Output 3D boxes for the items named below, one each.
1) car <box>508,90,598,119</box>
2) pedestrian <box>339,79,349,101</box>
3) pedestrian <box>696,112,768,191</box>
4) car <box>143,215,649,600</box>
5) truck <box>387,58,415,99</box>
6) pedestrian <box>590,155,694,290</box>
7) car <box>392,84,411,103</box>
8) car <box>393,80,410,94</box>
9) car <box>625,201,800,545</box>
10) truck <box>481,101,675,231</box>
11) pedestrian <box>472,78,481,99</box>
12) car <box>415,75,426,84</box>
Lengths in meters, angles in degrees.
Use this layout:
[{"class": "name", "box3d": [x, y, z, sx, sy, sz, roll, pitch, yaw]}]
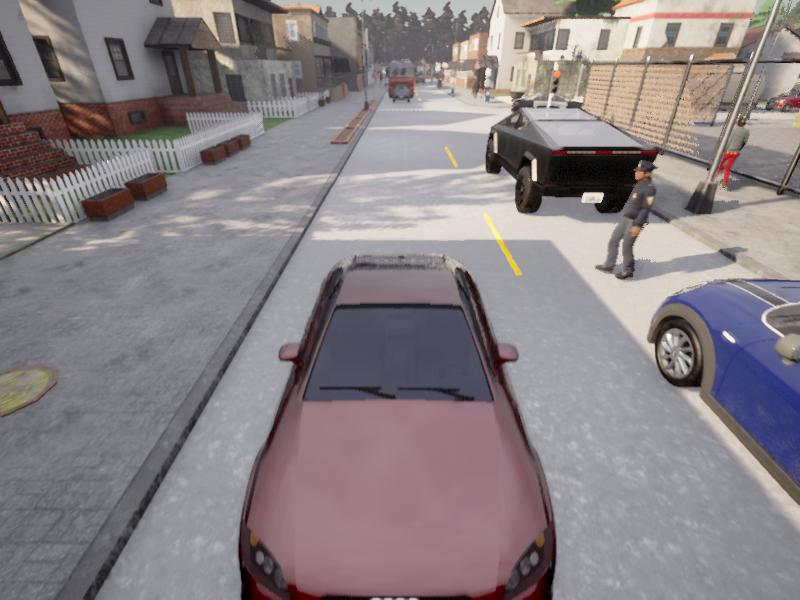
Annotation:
[{"class": "car", "box3d": [10.346, -13.407, 27.421, 5.238, 1.638, 1.930, 2, 30, 4]}, {"class": "pedestrian", "box3d": [-5.576, -20.863, 39.733, 0.751, 1.860, 0.751, 0, 30, 0]}, {"class": "pedestrian", "box3d": [8.900, -4.001, 10.809, 0.751, 1.860, 0.751, 9, 31, 15]}, {"class": "car", "box3d": [-0.011, 0.553, 3.733, 1.994, 1.385, 4.181, 0, 30, 0]}, {"class": "truck", "box3d": [0.153, -25.711, 46.362, 2.891, 3.827, 8.468, 0, 30, 0]}, {"class": "pedestrian", "box3d": [3.640, -1.190, 6.191, 0.751, 1.860, 0.751, 6, 31, 11]}, {"class": "car", "box3d": [0.140, -20.564, 39.783, 1.789, 1.549, 3.705, 0, 30, 0]}, {"class": "car", "box3d": [0.186, -28.984, 54.302, 2.163, 1.488, 4.792, 0, 30, 0]}, {"class": "car", "box3d": [3.986, 0.835, 2.829, 2.097, 1.767, 4.553, 0, 30, 0]}, {"class": "truck", "box3d": [4.009, -3.975, 10.781, 2.390, 2.098, 6.274, 0, 30, 0]}, {"class": "pedestrian", "box3d": [8.073, -22.375, 42.318, 0.751, 1.860, 0.751, 4, 31, 7]}, {"class": "car", "box3d": [4.301, -45.946, 83.360, 2.038, 1.542, 4.974, 0, 30, 0]}]
